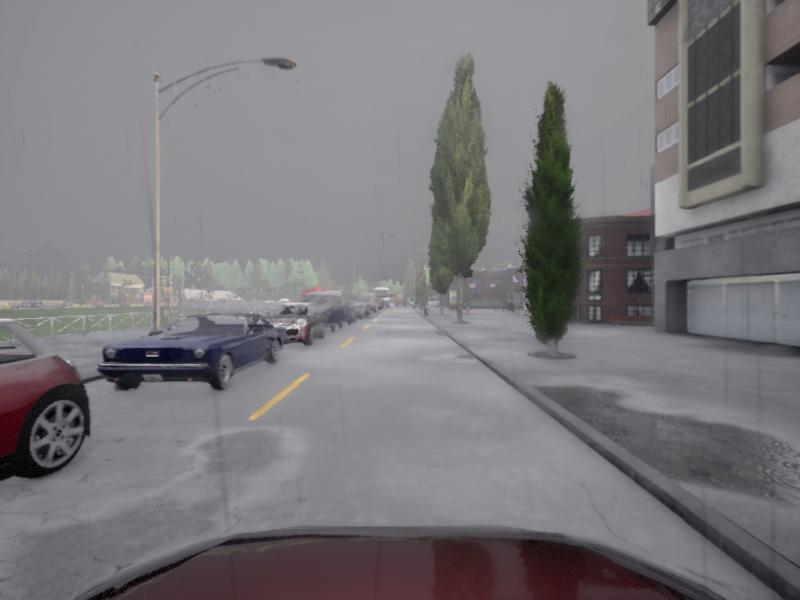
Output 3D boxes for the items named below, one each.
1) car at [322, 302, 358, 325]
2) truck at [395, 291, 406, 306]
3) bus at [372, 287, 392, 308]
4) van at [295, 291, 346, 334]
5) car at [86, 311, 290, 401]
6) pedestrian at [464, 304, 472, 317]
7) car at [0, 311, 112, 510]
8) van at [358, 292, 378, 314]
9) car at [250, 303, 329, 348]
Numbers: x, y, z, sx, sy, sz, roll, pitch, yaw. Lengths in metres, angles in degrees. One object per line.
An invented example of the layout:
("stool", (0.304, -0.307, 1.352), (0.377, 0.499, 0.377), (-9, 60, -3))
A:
("car", (-3.961, 0.850, 27.035), (1.816, 1.474, 4.193), (0, 0, 0))
("truck", (0.155, -0.341, 103.868), (2.891, 3.827, 8.468), (0, 0, 0))
("bus", (-3.754, -0.553, 86.907), (3.944, 4.253, 10.273), (0, 0, 0))
("van", (-3.970, 0.595, 20.720), (1.775, 1.987, 4.442), (0, 0, 0))
("car", (-3.988, 0.942, 8.657), (1.895, 1.301, 4.718), (0, 0, 0))
("pedestrian", (5.915, 0.908, 34.813), (0.500, 1.100, 0.500), (0, 0, -7))
("car", (-4.004, 0.853, 2.292), (1.970, 1.475, 3.806), (0, 0, 0))
("van", (-3.934, 0.313, 49.720), (1.988, 2.561, 5.915), (0, 0, 0))
("car", (-3.981, 0.851, 15.105), (1.970, 1.475, 3.806), (0, 0, 0))
